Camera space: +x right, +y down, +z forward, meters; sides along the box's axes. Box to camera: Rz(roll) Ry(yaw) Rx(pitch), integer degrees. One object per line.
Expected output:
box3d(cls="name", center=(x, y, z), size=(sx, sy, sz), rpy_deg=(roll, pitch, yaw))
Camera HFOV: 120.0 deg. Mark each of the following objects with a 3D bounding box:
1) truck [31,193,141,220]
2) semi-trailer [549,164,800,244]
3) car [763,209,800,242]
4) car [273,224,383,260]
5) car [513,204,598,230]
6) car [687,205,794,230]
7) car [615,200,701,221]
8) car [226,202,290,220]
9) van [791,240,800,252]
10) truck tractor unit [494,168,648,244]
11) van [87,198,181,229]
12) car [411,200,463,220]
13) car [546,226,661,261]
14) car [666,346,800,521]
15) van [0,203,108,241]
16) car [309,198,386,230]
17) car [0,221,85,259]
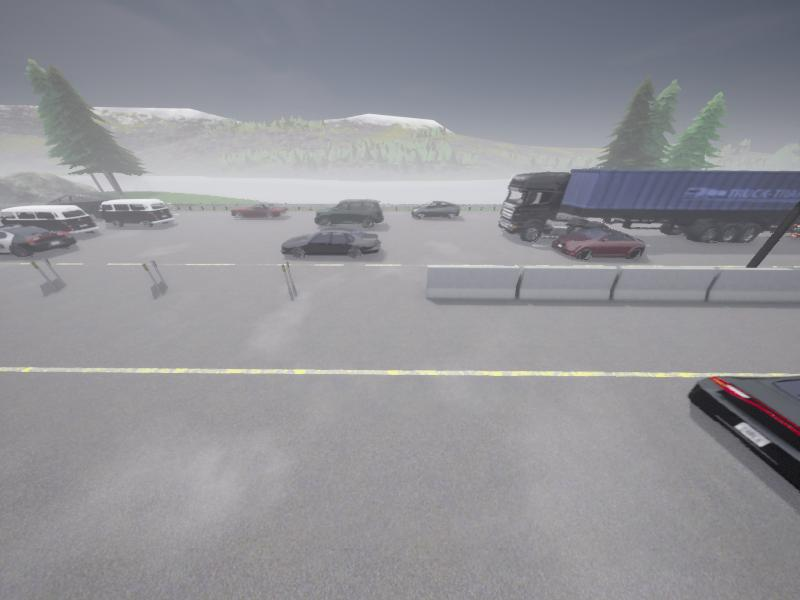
box3d(cls="truck", center=(-29.527, -8.938, 21.988), size=(6.274, 2.098, 2.390), rpy_deg=(0, 30, 1))
box3d(cls="semi-trailer", center=(18.241, -6.189, 14.903), size=(14.254, 4.402, 2.717), rpy_deg=(0, 30, 1))
box3d(cls="car", center=(28.741, -5.003, 15.478), size=(4.553, 1.767, 2.097), rpy_deg=(0, 30, 0))
box3d(cls="car", center=(-3.710, -3.248, 12.838), size=(5.357, 1.411, 2.033), rpy_deg=(0, 30, 0))
box3d(cls="car", center=(12.340, -6.762, 18.696), size=(5.027, 1.651, 2.152), rpy_deg=(0, 30, 0))
box3d(cls="car", center=(27.100, -6.650, 18.587), size=(5.008, 1.535, 1.882), rpy_deg=(0, 30, 1))
box3d(cls="car", center=(23.925, -8.436, 21.634), size=(5.366, 1.575, 1.801), rpy_deg=(0, 30, 1))
box3d(cls="car", center=(-13.414, -8.506, 22.043), size=(4.718, 1.301, 1.895), rpy_deg=(0, 30, 1))
box3d(cls="van", center=(25.427, -3.353, 12.425), size=(4.442, 1.987, 1.775), rpy_deg=(0, 30, 1))
box3d(cls="truck tractor unit", center=(10.325, -6.155, 15.034), size=(6.516, 4.208, 3.053), rpy_deg=(1, 30, 0))
box3d(cls="van", center=(-21.513, -7.121, 18.899), size=(4.480, 2.038, 2.069), rpy_deg=(0, 30, 1))
box3d(cls="car", center=(3.382, -8.517, 21.832), size=(4.514, 1.525, 2.007), rpy_deg=(0, 30, 0))
box3d(cls="car", center=(10.892, -3.159, 12.710), size=(4.181, 1.385, 1.994), rpy_deg=(0, 30, 0))
box3d(cls="car", center=(8.108, 2.005, 3.601), size=(4.974, 1.542, 2.038), rpy_deg=(0, 30, 1))
box3d(cls="van", center=(-24.140, -5.405, 15.932), size=(4.480, 2.038, 2.069), rpy_deg=(0, 30, 0))
box3d(cls="car", center=(-4.024, -7.030, 18.740), size=(5.566, 2.045, 2.150), rpy_deg=(1, 30, 0))
box3d(cls="car", center=(-21.870, -3.401, 12.966), size=(4.974, 1.542, 2.038), rpy_deg=(0, 30, 0))
